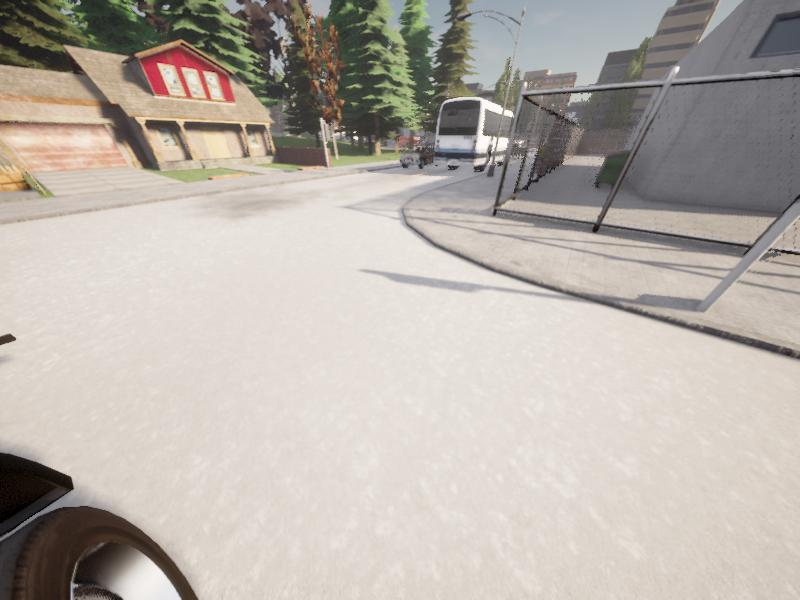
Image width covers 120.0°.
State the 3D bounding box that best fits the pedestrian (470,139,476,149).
[{"bbox_3d":[16.918,-36.250,53.651,0.751,1.860,0.751,30,45,35],"label":"pedestrian"}]

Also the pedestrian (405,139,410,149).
[{"bbox_3d":[1.594,-35.012,51.773,0.751,1.860,0.751,19,39,25],"label":"pedestrian"}]

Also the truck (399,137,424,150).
[{"bbox_3d":[2.675,-37.315,54.992,5.204,2.467,2.627,22,41,28],"label":"truck"}]

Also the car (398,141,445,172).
[{"bbox_3d":[1.963,-12.711,20.317,1.932,1.855,4.605,21,42,27],"label":"car"}]

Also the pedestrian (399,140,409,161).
[{"bbox_3d":[0.444,-16.632,25.680,0.751,1.860,0.751,22,41,28],"label":"pedestrian"}]

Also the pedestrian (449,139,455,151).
[{"bbox_3d":[10.203,-30.570,45.539,0.751,1.860,0.751,26,42,31],"label":"pedestrian"}]

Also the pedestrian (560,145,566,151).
[{"bbox_3d":[32.140,-30.007,45.571,0.500,1.100,0.500,22,40,27],"label":"pedestrian"}]

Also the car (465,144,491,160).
[{"bbox_3d":[9.977,-18.983,29.572,1.789,1.549,3.705,23,41,28],"label":"car"}]

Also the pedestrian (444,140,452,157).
[{"bbox_3d":[6.407,-20.296,30.926,0.751,1.860,0.751,14,37,18],"label":"pedestrian"}]

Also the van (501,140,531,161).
[{"bbox_3d":[14.766,-19.033,29.267,2.069,2.038,4.480,22,40,27],"label":"van"}]

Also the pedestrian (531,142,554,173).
[{"bbox_3d":[10.618,-10.648,17.267,0.751,1.860,0.751,29,44,34],"label":"pedestrian"}]

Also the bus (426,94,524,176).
[{"bbox_3d":[6.542,-13.356,19.213,3.944,4.253,10.273,22,39,27],"label":"bus"}]

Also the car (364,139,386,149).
[{"bbox_3d":[-6.597,-40.821,60.400,5.566,2.045,2.150,22,41,28],"label":"car"}]

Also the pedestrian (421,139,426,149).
[{"bbox_3d":[4.990,-33.494,49.647,0.751,1.860,0.751,20,40,26],"label":"pedestrian"}]
